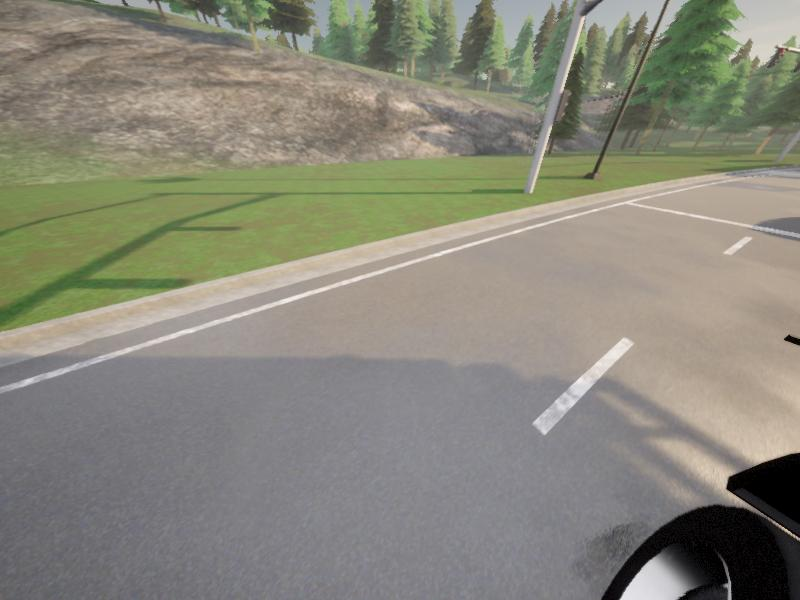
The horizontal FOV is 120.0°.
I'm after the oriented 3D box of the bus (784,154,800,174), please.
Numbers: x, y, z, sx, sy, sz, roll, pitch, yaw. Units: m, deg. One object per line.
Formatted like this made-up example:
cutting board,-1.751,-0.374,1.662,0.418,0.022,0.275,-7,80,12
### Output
bus,33.148,-10.841,15.236,10.273,4.253,3.944,-12,37,-15
